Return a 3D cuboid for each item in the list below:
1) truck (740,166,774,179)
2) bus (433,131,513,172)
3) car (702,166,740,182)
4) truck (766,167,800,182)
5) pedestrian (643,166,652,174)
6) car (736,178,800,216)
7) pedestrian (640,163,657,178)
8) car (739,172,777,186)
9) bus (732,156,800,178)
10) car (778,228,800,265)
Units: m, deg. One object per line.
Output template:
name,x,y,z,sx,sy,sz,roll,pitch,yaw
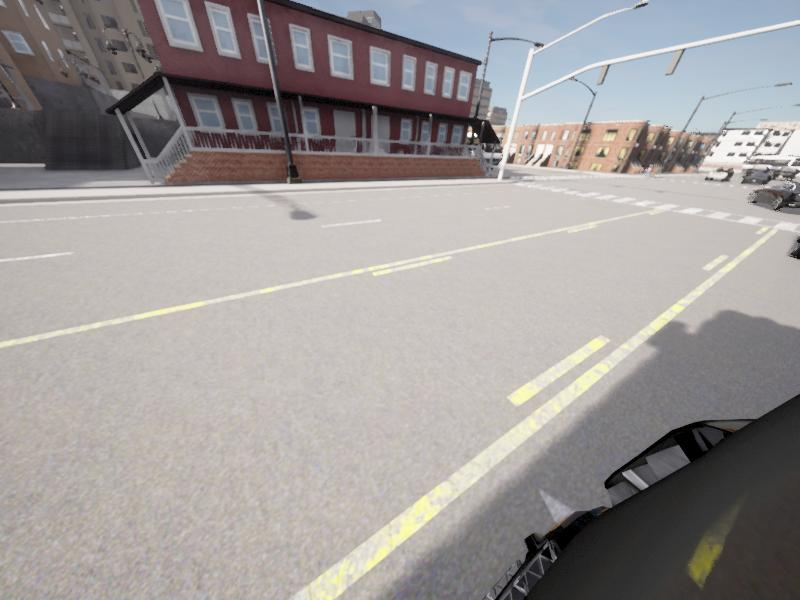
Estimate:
truck,71.240,-25.478,46.092,6.274,2.098,2.390,-16,38,-26
bus,9.719,-21.175,32.833,3.944,4.253,10.273,-16,38,-26
car,46.671,-18.309,33.551,4.605,1.855,1.932,-16,38,-26
truck,70.488,-23.016,42.317,6.274,2.098,2.390,-16,38,-26
pedestrian,40.836,-21.398,38.150,0.500,1.100,0.500,-15,38,-25
car,23.428,-6.215,13.808,2.128,1.511,4.902,23,38,27
pedestrian,34.894,-18.208,32.449,0.751,1.860,0.751,-22,41,-32
car,48.256,-16.314,31.128,4.181,1.385,1.994,-16,38,-26
bus,93.902,-33.933,58.674,3.944,4.253,10.273,6,34,5
car,13.227,-1.821,6.408,4.792,1.488,2.163,-17,38,-27
